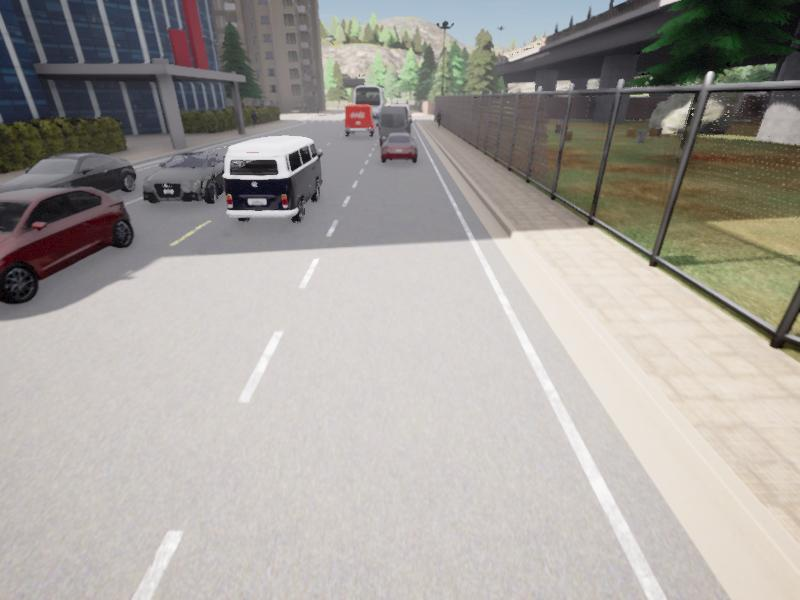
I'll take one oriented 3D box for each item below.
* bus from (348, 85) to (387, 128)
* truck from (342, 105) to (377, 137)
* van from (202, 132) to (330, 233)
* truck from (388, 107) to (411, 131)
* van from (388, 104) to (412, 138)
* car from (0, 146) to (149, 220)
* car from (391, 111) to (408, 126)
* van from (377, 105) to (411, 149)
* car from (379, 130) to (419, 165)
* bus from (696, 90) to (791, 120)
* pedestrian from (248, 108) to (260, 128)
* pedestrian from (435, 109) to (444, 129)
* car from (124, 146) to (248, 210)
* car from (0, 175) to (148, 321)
[{"bbox_3d":[-3.671,-23.692,48.936,3.944,4.253,10.273,0,27,0],"label":"bus"},{"bbox_3d":[-3.536,-16.200,36.062,2.627,2.467,5.204,0,26,0],"label":"truck"},{"bbox_3d":[-3.512,-3.628,11.651,2.069,2.038,4.480,0,27,0],"label":"van"},{"bbox_3d":[-0.046,-20.015,44.053,2.390,2.098,6.274,0,27,0],"label":"truck"},{"bbox_3d":[-0.034,-16.417,36.440,1.988,2.561,5.915,0,27,0],"label":"van"},{"bbox_3d":[-10.511,-3.941,12.914,1.812,1.442,4.674,0,27,0],"label":"car"},{"bbox_3d":[-0.052,-23.257,51.126,2.128,1.511,4.902,0,27,0],"label":"car"},{"bbox_3d":[-0.295,-12.644,28.965,1.988,2.561,5.915,2,27,3],"label":"van"},{"bbox_3d":[-0.028,-8.483,22.021,1.994,1.385,4.181,0,27,1],"label":"car"},{"bbox_3d":[55.564,-31.763,65.198,10.273,4.253,3.944,6,27,12],"label":"bus"},{"bbox_3d":[-15.558,-19.419,42.702,0.751,1.860,0.751,0,27,-1],"label":"pedestrian"},{"bbox_3d":[4.017,-18.429,40.795,0.751,1.860,0.751,-1,27,-3],"label":"pedestrian"},{"bbox_3d":[-7.021,-4.327,13.771,1.994,1.385,4.181,0,27,-1],"label":"car"},{"bbox_3d":[-7.005,-1.220,7.498,1.816,1.474,4.193,0,27,0],"label":"car"}]
